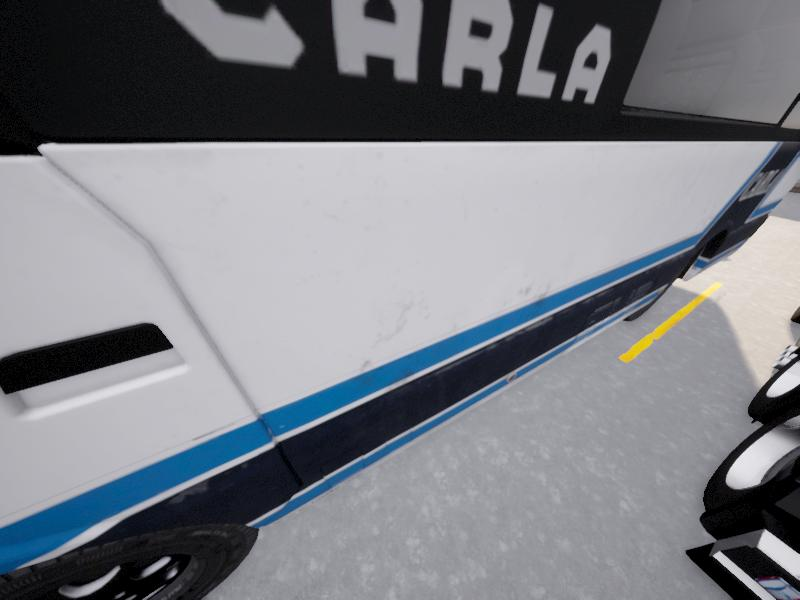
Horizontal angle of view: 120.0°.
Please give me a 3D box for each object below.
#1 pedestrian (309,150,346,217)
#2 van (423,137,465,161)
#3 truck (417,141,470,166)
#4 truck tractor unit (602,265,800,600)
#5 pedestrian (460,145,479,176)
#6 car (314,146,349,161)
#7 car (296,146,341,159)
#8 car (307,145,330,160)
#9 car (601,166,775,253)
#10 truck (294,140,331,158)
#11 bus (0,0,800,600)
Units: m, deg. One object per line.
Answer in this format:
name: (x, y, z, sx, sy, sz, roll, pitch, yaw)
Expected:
pedestrian: (-2.389, -3.863, 7.681, 0.751, 1.860, 0.751, -14, 37, -19)
van: (5.683, -20.421, 31.142, 1.988, 2.561, 5.915, -18, 39, -24)
truck: (4.635, -16.600, 26.033, 2.390, 2.098, 6.274, -18, 39, -24)
truck tractor unit: (5.113, -0.298, 0.782, 6.516, 4.208, 3.053, -18, 39, -24)
pedestrian: (4.994, -10.102, 16.690, 0.751, 1.860, 0.751, -18, 39, -24)
car: (-8.363, -17.957, 28.267, 3.633, 1.501, 1.845, -18, 39, -24)
car: (-11.021, -20.129, 31.475, 5.357, 1.415, 2.033, -18, 39, -24)
car: (-11.048, -20.030, 31.207, 1.789, 1.547, 3.705, -18, 39, -24)
car: (8.876, -3.063, 7.136, 4.902, 1.511, 2.128, -20, 40, -27)
truck: (-12.822, -22.408, 34.190, 4.478, 2.038, 2.069, -18, 39, -24)
bus: (1.084, -1.522, 2.471, 10.273, 4.253, 3.944, -17, 38, -23)
